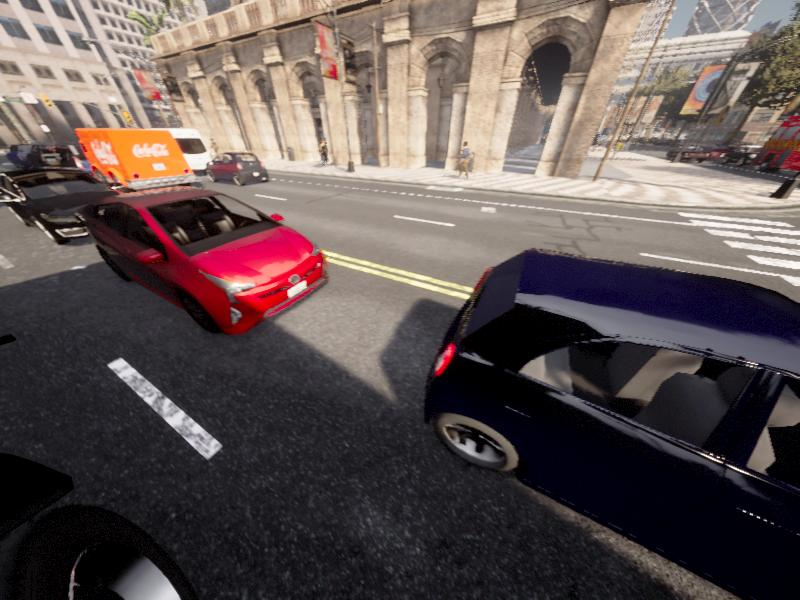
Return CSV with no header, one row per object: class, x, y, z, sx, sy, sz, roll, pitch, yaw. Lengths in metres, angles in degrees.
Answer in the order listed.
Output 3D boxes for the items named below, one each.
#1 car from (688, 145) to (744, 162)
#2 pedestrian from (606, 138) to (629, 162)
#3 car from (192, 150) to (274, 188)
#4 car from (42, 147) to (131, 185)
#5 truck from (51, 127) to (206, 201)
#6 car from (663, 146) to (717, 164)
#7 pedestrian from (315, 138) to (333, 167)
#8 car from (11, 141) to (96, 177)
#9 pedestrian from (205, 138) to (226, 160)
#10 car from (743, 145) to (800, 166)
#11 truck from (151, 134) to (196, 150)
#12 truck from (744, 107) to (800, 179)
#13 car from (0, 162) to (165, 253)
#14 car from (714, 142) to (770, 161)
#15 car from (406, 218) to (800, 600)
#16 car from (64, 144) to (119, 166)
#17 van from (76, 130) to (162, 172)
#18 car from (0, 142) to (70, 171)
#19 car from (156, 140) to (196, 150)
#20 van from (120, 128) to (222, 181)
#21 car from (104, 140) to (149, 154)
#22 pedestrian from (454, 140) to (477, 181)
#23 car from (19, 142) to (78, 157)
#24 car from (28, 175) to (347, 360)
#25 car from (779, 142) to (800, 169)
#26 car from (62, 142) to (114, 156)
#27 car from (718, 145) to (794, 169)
car,34.152,-16.018,25.148,1.994,1.385,4.181,17,39,22
pedestrian,20.389,-14.082,21.702,0.751,1.860,0.751,18,39,23
car,-9.315,-7.449,12.985,3.633,1.501,1.845,17,39,23
car,-18.773,-8.145,13.890,3.988,1.617,1.851,18,39,23
truck,-12.645,-6.564,10.934,5.204,2.467,2.627,17,39,23
car,29.586,-15.030,23.814,1.895,1.301,4.718,17,39,23
pedestrian,-6.047,-11.800,18.495,0.751,1.860,0.751,18,39,23
car,-24.285,-9.992,16.244,4.605,1.855,1.932,17,39,23
pedestrian,-18.979,-15.578,23.786,0.751,1.860,0.751,9,36,12
car,36.286,-14.057,22.306,1.970,1.475,3.806,18,39,23
truck,-44.468,-31.305,45.598,2.627,2.467,5.204,18,39,23
truck,27.400,-9.708,14.187,2.891,3.827,8.468,17,39,23
car,-9.457,-2.858,6.580,4.892,1.490,1.837,17,39,22
car,39.117,-17.176,26.566,1.851,1.617,3.988,17,39,23
car,2.090,0.692,1.579,3.633,1.501,1.845,17,39,22
car,-28.702,-13.541,21.517,3.633,1.501,1.845,18,39,23
van,-22.392,-11.980,18.463,5.915,2.561,1.988,18,39,23
car,-29.616,-11.622,18.598,4.553,1.767,2.097,18,39,23
car,-42.050,-29.233,43.546,2.163,1.488,4.792,18,39,23
van,-15.019,-9.655,15.205,5.915,2.561,1.988,17,39,23
car,-42.880,-24.135,36.353,1.851,1.617,3.988,18,39,23
pedestrian,3.579,-7.690,12.738,0.751,1.860,0.751,20,40,26
car,-46.646,-20.107,30.766,1.970,1.475,3.806,18,39,23
car,-3.437,-1.011,3.968,4.514,1.525,2.007,17,39,22
car,33.480,-11.154,17.963,2.097,1.767,4.553,17,39,23
car,-42.222,-20.596,31.396,1.845,1.501,3.633,18,39,23
car,31.033,-12.676,20.370,1.970,1.475,3.806,17,39,22
